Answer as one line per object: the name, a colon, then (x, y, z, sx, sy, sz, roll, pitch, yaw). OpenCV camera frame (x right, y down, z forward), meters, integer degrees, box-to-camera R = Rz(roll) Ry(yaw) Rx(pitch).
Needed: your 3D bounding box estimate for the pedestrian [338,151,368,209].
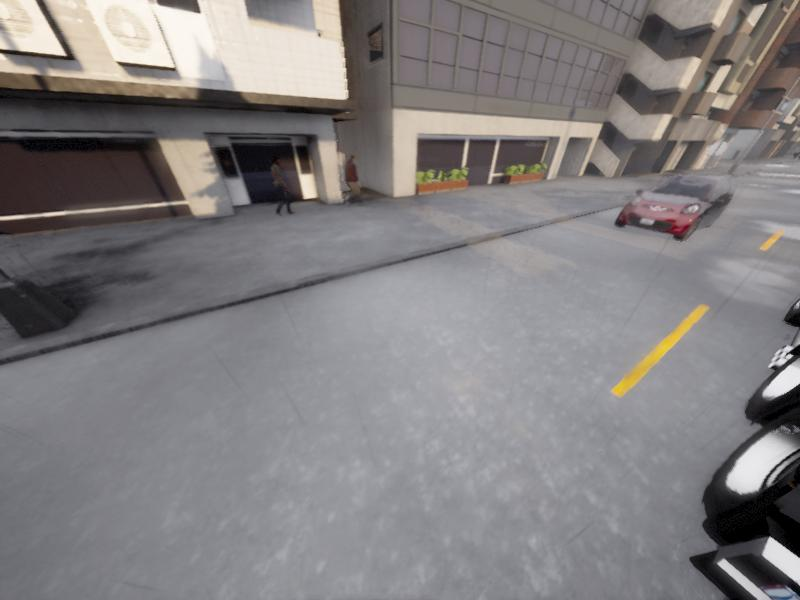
pedestrian: (-1.767, -4.594, 8.853, 0.751, 1.860, 0.751, -15, 38, -21)

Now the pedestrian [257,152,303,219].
pedestrian: (-3.943, -3.787, 7.666, 0.751, 1.860, 0.751, -23, 41, -29)

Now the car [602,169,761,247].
car: (8.514, -2.985, 7.074, 3.633, 1.501, 1.845, -19, 39, -25)

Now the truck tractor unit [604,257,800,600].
truck tractor unit: (5.098, -0.311, 0.810, 6.516, 4.208, 3.053, -19, 39, -25)
